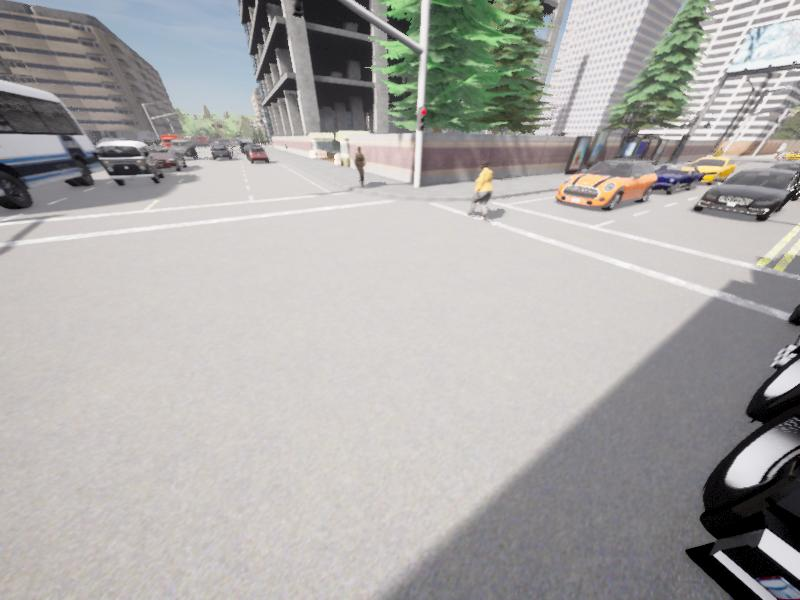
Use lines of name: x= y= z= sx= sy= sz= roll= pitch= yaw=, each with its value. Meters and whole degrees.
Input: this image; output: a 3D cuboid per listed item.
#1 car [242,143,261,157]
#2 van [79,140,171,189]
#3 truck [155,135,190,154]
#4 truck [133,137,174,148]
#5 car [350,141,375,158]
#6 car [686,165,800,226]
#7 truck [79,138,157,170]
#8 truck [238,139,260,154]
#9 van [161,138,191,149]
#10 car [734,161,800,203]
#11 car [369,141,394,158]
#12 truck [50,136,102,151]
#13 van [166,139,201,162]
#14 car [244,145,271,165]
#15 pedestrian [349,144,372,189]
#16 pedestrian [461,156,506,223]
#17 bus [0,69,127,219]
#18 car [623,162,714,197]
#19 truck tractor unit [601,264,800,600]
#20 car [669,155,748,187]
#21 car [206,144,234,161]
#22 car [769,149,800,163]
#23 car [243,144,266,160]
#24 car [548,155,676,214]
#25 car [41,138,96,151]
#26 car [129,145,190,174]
car: x=-22.074 y=-22.311 z=34.288 sx=1.789 sy=1.549 sz=3.705 roll=-18 pitch=39 yaw=-25
van: x=-15.314 y=-7.911 z=13.286 sx=2.069 sy=2.038 sz=4.480 roll=-21 pitch=40 yaw=-28
truck: x=-36.928 y=-25.411 z=37.709 sx=2.627 sy=2.467 sz=5.204 roll=-18 pitch=39 yaw=-25
truck: x=-59.780 y=-38.238 z=56.194 sx=6.274 sy=2.098 sz=2.390 roll=-18 pitch=39 yaw=-25
car: x=-5.241 y=-20.811 z=31.865 sx=1.905 sy=1.878 sz=3.866 roll=-18 pitch=39 yaw=-25
car: x=13.936 y=-4.298 z=9.124 sx=4.892 sy=1.490 sz=1.837 roll=-18 pitch=39 yaw=-25
truck: x=-24.609 y=-13.162 z=20.634 sx=2.390 sy=2.098 sz=6.274 roll=-18 pitch=39 yaw=-25
truck: x=-25.992 y=-26.382 z=39.598 sx=2.390 sy=2.098 sz=6.274 roll=-18 pitch=39 yaw=-25
van: x=-53.423 y=-37.406 z=55.197 sx=4.442 sy=1.987 sz=1.775 roll=-1 pitch=35 yaw=-2
car: x=20.181 y=-6.311 z=12.112 sx=4.892 sy=1.490 sz=1.837 roll=-18 pitch=39 yaw=-24
car: x=-2.695 y=-21.634 z=33.086 sx=1.905 sy=1.878 sz=3.866 roll=-18 pitch=39 yaw=-25
truck: x=-56.906 y=-27.622 z=40.751 sx=4.478 sy=2.038 sz=2.069 roll=-18 pitch=39 yaw=-25
van: x=-24.905 y=-17.363 z=26.755 sx=1.775 sy=1.987 sz=4.442 roll=-18 pitch=39 yaw=-25
car: x=-15.322 y=-15.703 z=24.856 sx=1.851 sy=1.617 sz=3.988 roll=-18 pitch=39 yaw=-25
pedestrian: x=-1.960 y=-6.610 z=11.473 sx=0.751 sy=1.860 sz=0.751 roll=-17 pitch=39 yaw=-24
pedestrian: x=2.704 y=-3.653 z=7.649 sx=0.751 sy=1.860 sz=0.751 roll=-16 pitch=38 yaw=-22
bus: x=-16.808 y=-6.526 z=9.342 sx=3.944 sy=4.253 sz=10.273 roll=-18 pitch=39 yaw=-25
car: x=15.228 y=-6.943 z=13.117 sx=4.718 sy=1.301 sz=1.895 roll=-18 pitch=39 yaw=-24
truck tractor unit: x=5.116 y=-0.292 z=0.786 sx=6.516 sy=4.208 sz=3.053 roll=-18 pitch=39 yaw=-24
car: x=21.234 y=-8.976 z=15.917 sx=5.008 sy=1.535 sz=1.882 roll=-18 pitch=39 yaw=-24
car: x=-21.708 y=-17.976 z=28.105 sx=2.128 sy=1.511 sz=4.902 roll=-18 pitch=39 yaw=-25
car: x=60.151 y=-21.606 z=34.621 sx=1.801 sy=1.575 sz=5.366 roll=4 pitch=35 yaw=6
car: x=-18.661 y=-18.947 z=29.523 sx=1.882 sy=1.535 sz=5.008 roll=-18 pitch=39 yaw=-25
car: x=9.163 y=-5.193 z=10.074 sx=4.553 sy=1.767 sz=2.097 roll=-18 pitch=39 yaw=-24
car: x=-55.400 y=-26.120 z=38.784 sx=4.605 sy=1.855 sz=1.932 roll=-18 pitch=39 yaw=-25
car: x=-18.967 y=-11.379 z=18.575 sx=2.152 sy=1.651 sz=5.027 roll=-18 pitch=39 yaw=-25
